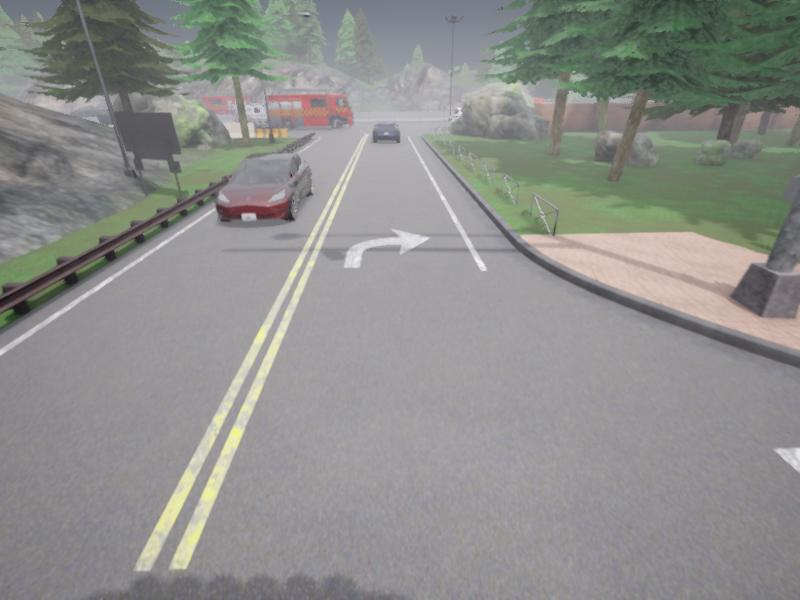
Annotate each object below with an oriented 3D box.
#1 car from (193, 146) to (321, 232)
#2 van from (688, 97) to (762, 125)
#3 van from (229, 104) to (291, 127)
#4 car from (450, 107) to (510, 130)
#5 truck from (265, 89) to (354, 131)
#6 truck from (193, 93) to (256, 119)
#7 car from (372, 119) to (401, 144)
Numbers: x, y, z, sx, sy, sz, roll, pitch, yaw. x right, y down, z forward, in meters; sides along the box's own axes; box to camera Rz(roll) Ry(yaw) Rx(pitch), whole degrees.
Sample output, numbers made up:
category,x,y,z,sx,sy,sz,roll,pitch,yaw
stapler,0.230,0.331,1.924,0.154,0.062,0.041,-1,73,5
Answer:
category,x,y,z,sx,sy,sz,roll,pitch,yaw
car,-3.833,-3.499,11.868,2.163,1.488,4.792,-1,27,-1
van,35.840,-20.923,44.256,5.915,2.561,1.988,-2,27,-2
van,-16.922,-22.504,48.716,6.366,2.431,2.351,-2,27,-2
car,8.040,-18.433,40.588,5.566,2.045,2.150,-1,27,0
truck,-9.343,-20.157,42.417,8.468,3.827,2.891,-2,27,-2
truck,-29.081,-32.343,66.703,8.468,3.827,2.891,-2,27,-2
car,-1.009,-12.504,29.527,1.994,1.385,4.181,-1,27,-1
